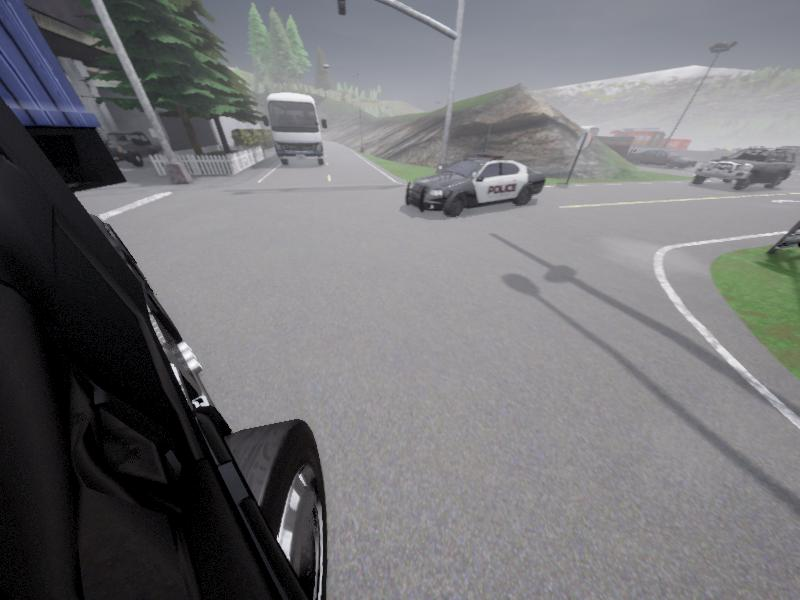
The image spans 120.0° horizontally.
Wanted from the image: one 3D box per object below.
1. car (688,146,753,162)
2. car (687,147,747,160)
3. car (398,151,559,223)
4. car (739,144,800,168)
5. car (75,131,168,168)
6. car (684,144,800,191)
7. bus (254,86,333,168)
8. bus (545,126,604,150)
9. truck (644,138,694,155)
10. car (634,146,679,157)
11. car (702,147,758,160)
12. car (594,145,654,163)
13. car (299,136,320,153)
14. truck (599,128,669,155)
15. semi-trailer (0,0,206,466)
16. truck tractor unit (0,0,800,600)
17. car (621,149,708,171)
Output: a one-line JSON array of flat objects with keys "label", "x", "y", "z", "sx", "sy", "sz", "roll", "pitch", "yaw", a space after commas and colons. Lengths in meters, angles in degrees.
[{"label": "car", "x": 47.334, "y": -21.787, "z": 34.318, "sx": 1.801, "sy": 1.575, "sz": 5.366, "roll": -8, "pitch": 37, "yaw": -13}, {"label": "car", "x": 50.161, "y": -23.371, "z": 36.768, "sx": 2.033, "sy": 1.411, "sz": 5.357, "roll": -8, "pitch": 37, "yaw": -13}, {"label": "car", "x": 2.605, "y": -4.090, "z": 7.976, "sx": 4.974, "sy": 1.542, "sz": 2.038, "roll": -17, "pitch": 39, "yaw": -21}, {"label": "car", "x": 45.954, "y": -17.201, "z": 27.538, "sx": 2.150, "sy": 2.045, "sz": 5.566, "roll": -8, "pitch": 37, "yaw": -13}, {"label": "car", "x": -18.269, "y": -10.200, "z": 15.526, "sx": 1.905, "sy": 1.878, "sz": 3.866, "roll": -8, "pitch": 37, "yaw": -14}, {"label": "car", "x": 18.466, "y": -7.056, "z": 12.274, "sx": 4.605, "sy": 1.855, "sz": 1.932, "roll": -9, "pitch": 37, "yaw": -15}, {"label": "bus", "x": -8.173, "y": -14.182, "z": 19.381, "sx": 3.944, "sy": 4.253, "sz": 10.273, "roll": -8, "pitch": 37, "yaw": -13}, {"label": "bus", "x": 40.216, "y": -38.025, "z": 54.160, "sx": 3.944, "sy": 4.253, "sz": 10.273, "roll": -8, "pitch": 37, "yaw": -13}, {"label": "truck", "x": 51.177, "y": -29.401, "z": 44.208, "sx": 2.627, "sy": 2.467, "sz": 5.204, "roll": -8, "pitch": 37, "yaw": -13}, {"label": "car", "x": 42.354, "y": -24.646, "z": 38.309, "sx": 1.895, "sy": 1.301, "sz": 4.718, "roll": -8, "pitch": 37, "yaw": -13}, {"label": "car", "x": 53.504, "y": -23.962, "z": 37.622, "sx": 1.837, "sy": 1.490, "sz": 4.892, "roll": -8, "pitch": 37, "yaw": -13}, {"label": "car", "x": 27.429, "y": -18.141, "z": 28.549, "sx": 2.038, "sy": 1.542, "sz": 4.974, "roll": -8, "pitch": 37, "yaw": -13}, {"label": "car", "x": -11.286, "y": -19.537, "z": 28.973, "sx": 2.007, "sy": 1.525, "sz": 4.514, "roll": -8, "pitch": 37, "yaw": -13}, {"label": "truck", "x": 43.877, "y": -30.218, "z": 43.899, "sx": 2.891, "sy": 3.827, "sz": 8.468, "roll": -8, "pitch": 37, "yaw": -13}, {"label": "semi-trailer", "x": -10.104, "y": -1.228, "z": 0.992, "sx": 14.254, "sy": 4.402, "sz": 2.717, "roll": 1, "pitch": 36, "yaw": -3}, {"label": "truck tractor unit", "x": -2.645, "y": -0.295, "z": 0.351, "sx": 6.516, "sy": 4.208, "sz": 3.053, "roll": 28, "pitch": 44, "yaw": 30}, {"label": "car", "x": 25.734, "y": -13.973, "z": 22.852, "sx": 2.033, "sy": 1.411, "sz": 5.357, "roll": -8, "pitch": 37, "yaw": -13}]
